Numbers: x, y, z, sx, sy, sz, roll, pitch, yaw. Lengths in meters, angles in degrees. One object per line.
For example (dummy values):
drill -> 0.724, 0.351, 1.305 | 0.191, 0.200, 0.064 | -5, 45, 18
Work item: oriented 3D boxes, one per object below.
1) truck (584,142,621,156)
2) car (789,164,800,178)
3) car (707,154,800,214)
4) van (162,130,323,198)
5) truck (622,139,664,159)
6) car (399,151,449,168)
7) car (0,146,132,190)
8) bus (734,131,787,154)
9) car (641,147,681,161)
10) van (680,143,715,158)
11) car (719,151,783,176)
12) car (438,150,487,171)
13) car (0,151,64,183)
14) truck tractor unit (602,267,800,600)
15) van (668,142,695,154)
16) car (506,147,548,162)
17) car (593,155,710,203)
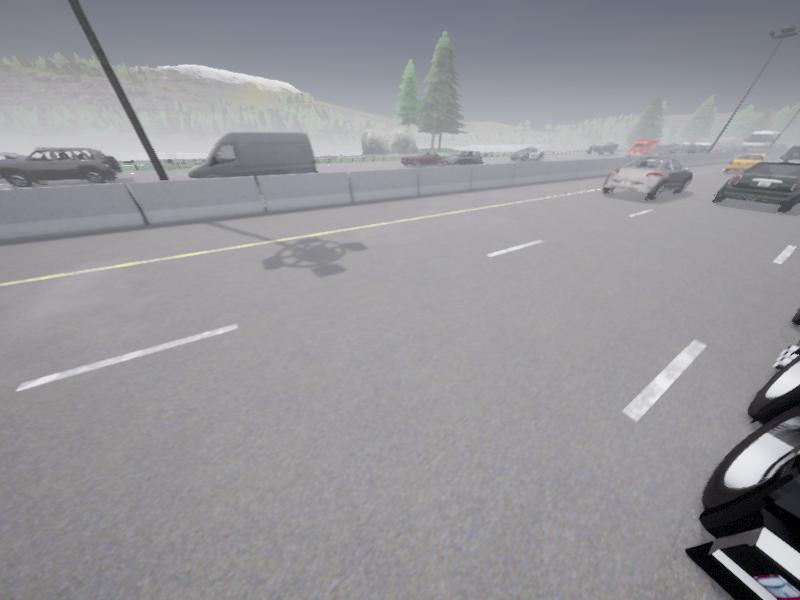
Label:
truck -> 37.921, -28.304, 43.175 | 6.274, 2.098, 2.390 | -18, 39, -24
car -> 32.567, -10.246, 17.730 | 3.806, 1.475, 1.970 | -18, 39, -24
car -> 16.188, -5.142, 9.969 | 4.553, 1.767, 2.097 | -18, 39, -24
van -> -7.456, -7.087, 11.891 | 5.915, 2.561, 1.988 | -18, 39, -24
truck -> 39.285, -24.502, 37.405 | 5.204, 2.467, 2.627 | -20, 40, -27
car -> 2.437, -14.335, 23.484 | 4.718, 1.301, 1.895 | -18, 39, -24
car -> -19.269, -7.632, 13.144 | 4.605, 1.855, 1.932 | -18, 39, -24
bus -> 85.569, -37.446, 54.856 | 10.273, 4.253, 3.944 | -18, 39, -24
car -> 37.611, -21.069, 33.294 | 4.902, 1.511, 2.128 | -18, 39, -24
van -> 50.303, -25.346, 39.094 | 4.480, 2.038, 2.069 | -18, 39, -24
car -> 30.407, -11.898, 19.992 | 5.366, 1.575, 1.801 | -18, 39, -24
car -> 5.871, -13.206, 21.736 | 4.193, 1.474, 1.816 | -18, 39, -24
car -> -24.811, -8.018, 13.955 | 4.514, 1.525, 2.007 | -18, 39, -24
truck tractor unit -> 5.118, -0.294, 0.778 | 6.516, 4.208, 3.053 | -18, 39, -24
van -> 62.751, -33.916, 51.523 | 4.480, 2.038, 2.069 | -18, 39, -24
car -> 16.529, -18.993, 30.097 | 4.974, 1.542, 2.038 | -18, 39, -25
car -> 12.642, -6.237, 11.659 | 5.027, 1.651, 2.152 | -18, 39, -24
